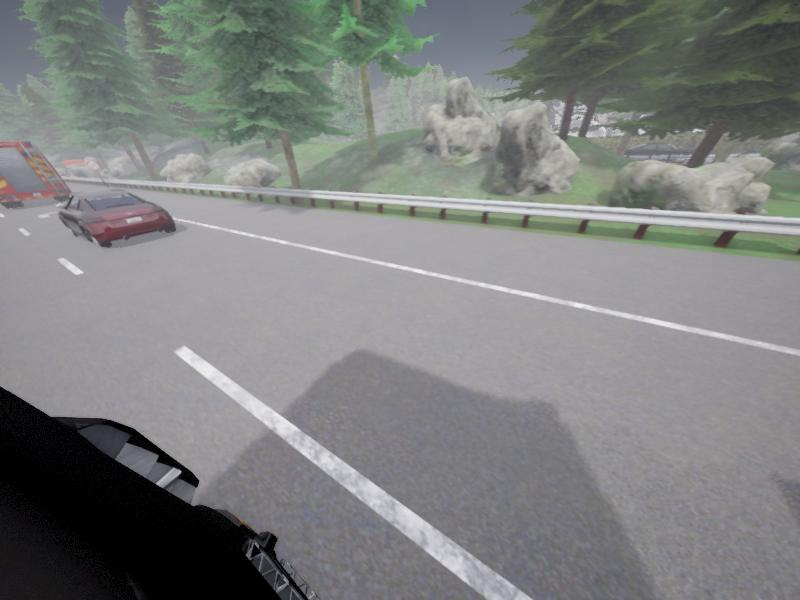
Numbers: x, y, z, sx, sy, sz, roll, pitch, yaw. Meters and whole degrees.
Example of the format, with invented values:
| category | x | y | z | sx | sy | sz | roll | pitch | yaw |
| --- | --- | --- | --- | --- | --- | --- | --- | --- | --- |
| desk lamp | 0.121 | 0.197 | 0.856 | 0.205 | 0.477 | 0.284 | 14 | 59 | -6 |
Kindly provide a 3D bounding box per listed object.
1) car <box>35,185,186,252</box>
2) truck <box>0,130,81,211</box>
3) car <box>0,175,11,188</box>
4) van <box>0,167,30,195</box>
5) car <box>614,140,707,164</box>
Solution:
| category | x | y | z | sx | sy | sz | roll | pitch | yaw |
| --- | --- | --- | --- | --- | --- | --- | --- | --- | --- |
| car | -9.769 | -2.946 | 7.842 | 4.181 | 1.385 | 1.994 | 16 | 38 | 26 |
| truck | -25.958 | -8.589 | 15.298 | 8.468 | 3.827 | 2.891 | 16 | 38 | 26 |
| car | -50.788 | -14.748 | 28.455 | 4.974 | 1.542 | 2.038 | 16 | 38 | 26 |
| van | -38.278 | -11.380 | 22.013 | 4.480 | 2.038 | 2.069 | 16 | 38 | 26 |
| car | 22.666 | -13.070 | 20.459 | 5.008 | 1.535 | 1.882 | 16 | 38 | 26 |
